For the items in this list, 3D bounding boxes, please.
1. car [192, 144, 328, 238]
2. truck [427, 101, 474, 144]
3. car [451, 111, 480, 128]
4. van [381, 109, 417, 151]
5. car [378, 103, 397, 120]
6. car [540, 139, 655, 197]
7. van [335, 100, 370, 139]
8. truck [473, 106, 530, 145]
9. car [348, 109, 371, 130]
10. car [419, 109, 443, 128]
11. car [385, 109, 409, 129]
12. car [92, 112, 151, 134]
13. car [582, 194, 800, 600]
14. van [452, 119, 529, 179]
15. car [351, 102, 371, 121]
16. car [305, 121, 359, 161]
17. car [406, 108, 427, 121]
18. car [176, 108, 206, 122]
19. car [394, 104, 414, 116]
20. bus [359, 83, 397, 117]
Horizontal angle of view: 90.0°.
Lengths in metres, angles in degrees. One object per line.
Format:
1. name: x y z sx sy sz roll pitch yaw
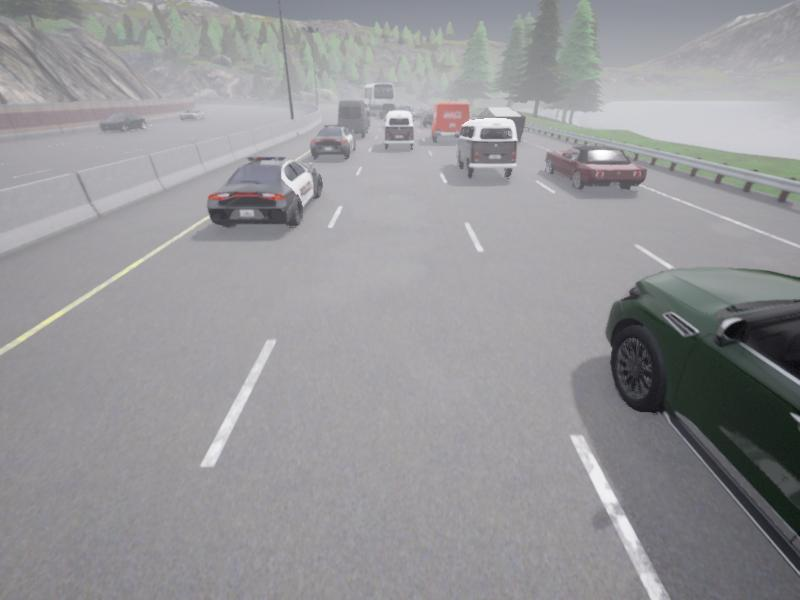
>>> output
1. car: -3.524 -3.297 11.293 2.038 1.542 4.974 0 27 0
2. truck: 3.444 -12.738 28.452 2.627 2.467 5.204 0 28 0
3. car: 6.575 -18.364 40.560 1.895 1.301 4.718 -2 27 -3
4. van: -0.049 -10.695 24.993 2.069 2.038 4.480 0 27 0
5. car: -1.614 -24.071 50.993 1.905 1.878 3.866 -4 28 -8
6. car: 6.970 -5.033 14.819 1.895 1.301 4.718 0 27 0
7. van: -3.585 -14.271 31.376 1.988 2.561 5.915 0 27 0
8. truck: 6.946 -12.522 28.406 2.390 2.098 6.274 0 28 0
9. car: -3.849 -17.574 38.864 2.007 1.525 4.514 -1 27 -2
10. car: 3.062 -18.289 40.247 1.816 1.474 4.193 -2 27 -3
11. car: -0.400 -18.159 39.982 2.128 1.511 4.902 -2 27 -3
12. car: -24.690 -15.875 35.729 1.882 1.535 5.008 -1 27 -2
13. car: 3.487 1.002 2.365 2.150 2.045 5.566 0 27 0
14. van: 3.466 -6.303 16.431 2.069 2.038 4.480 0 24 0
15. car: -4.974 -23.676 50.075 2.150 2.045 5.566 -4 27 -7
16. car: -3.542 -8.755 21.832 2.038 1.542 4.974 0 27 0
17. car: 2.024 -23.412 50.341 1.895 1.301 4.718 -4 28 -6
18. car: -26.042 -23.173 50.093 1.895 1.301 4.718 -4 28 -8
19. car: 0.506 -28.139 59.228 2.007 1.525 4.514 -6 28 -11
20. bus: -3.356 -29.836 59.562 3.944 4.253 10.273 -6 28 -10
